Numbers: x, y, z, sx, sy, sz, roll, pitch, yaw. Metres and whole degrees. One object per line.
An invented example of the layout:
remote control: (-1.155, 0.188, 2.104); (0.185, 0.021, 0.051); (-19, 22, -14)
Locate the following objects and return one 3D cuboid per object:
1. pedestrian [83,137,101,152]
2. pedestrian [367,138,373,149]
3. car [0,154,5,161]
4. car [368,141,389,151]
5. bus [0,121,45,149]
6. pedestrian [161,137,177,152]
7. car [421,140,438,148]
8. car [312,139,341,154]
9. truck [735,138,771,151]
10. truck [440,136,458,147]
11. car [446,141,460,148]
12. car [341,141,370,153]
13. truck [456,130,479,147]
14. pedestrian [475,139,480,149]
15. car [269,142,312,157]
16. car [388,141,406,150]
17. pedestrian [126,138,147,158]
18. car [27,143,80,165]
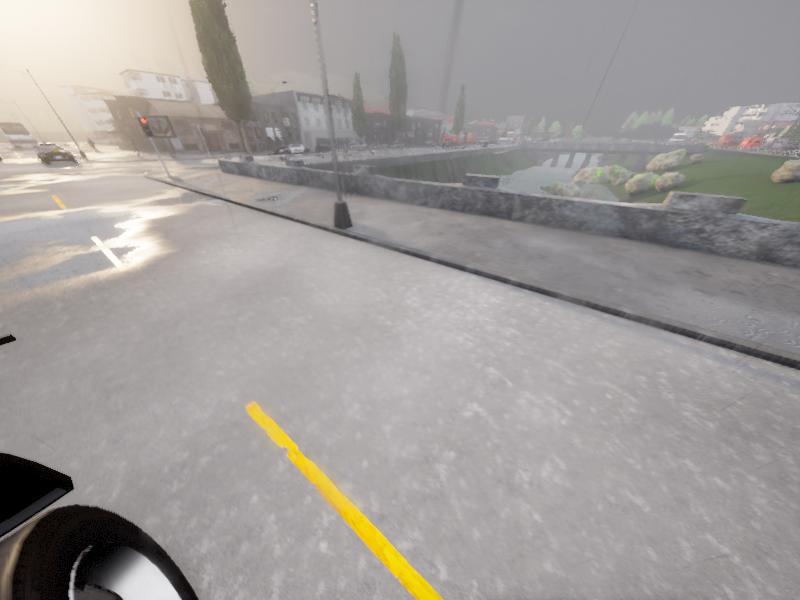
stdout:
pedestrian: (-46.950, -23.703, 35.246); (0.751, 1.860, 0.751); (20, 40, 25)
pedestrian: (-6.497, -34.095, 50.320); (0.751, 1.860, 0.751); (19, 39, 24)
car: (-43.913, -15.623, 24.267); (3.988, 1.617, 1.851); (22, 41, 28)
car: (-4.209, -30.535, 45.737); (1.851, 1.617, 3.988); (22, 41, 28)
bus: (-77.171, -33.204, 46.589); (10.273, 4.253, 3.944); (22, 41, 28)
pedestrian: (-34.344, -23.152, 34.326); (0.751, 1.860, 0.751); (-2, 35, -4)
car: (7.758, -40.250, 59.576); (1.930, 1.638, 5.238); (22, 41, 28)
car: (-11.634, -24.611, 37.034); (1.905, 1.878, 3.866); (23, 41, 28)
truck: (84.782, -37.481, 55.596); (2.627, 2.467, 5.204); (22, 41, 28)
truck: (14.215, -45.825, 66.809); (2.627, 2.467, 5.204); (22, 41, 28)
car: (13.992, -41.250, 61.182); (1.816, 1.474, 4.193); (22, 41, 28)
car: (-7.890, -27.544, 41.455); (2.152, 1.651, 5.027); (22, 41, 28)
truck: (19.494, -46.659, 66.858); (2.891, 3.827, 8.468); (22, 41, 28)
pedestrian: (17.809, -35.937, 53.142); (0.751, 1.860, 0.751); (20, 40, 26)
car: (-15.367, -21.411, 32.781); (2.038, 1.542, 4.974); (23, 41, 28)
car: (-0.605, -33.456, 49.907); (1.851, 1.617, 3.988); (22, 41, 28)
pedestrian: (-29.579, -17.048, 25.953); (0.751, 1.860, 0.751); (-20, 40, -27)
car: (-33.617, -14.204, 22.416); (4.974, 1.542, 2.038); (23, 41, 28)
